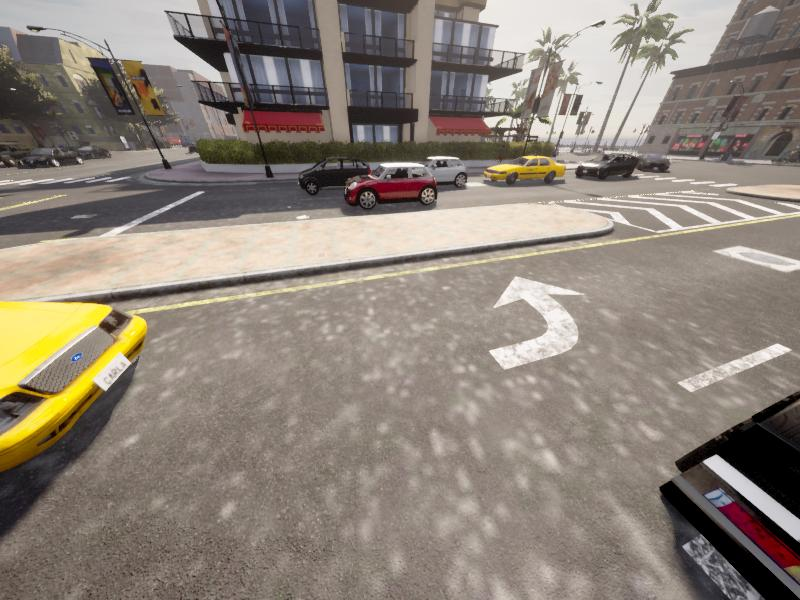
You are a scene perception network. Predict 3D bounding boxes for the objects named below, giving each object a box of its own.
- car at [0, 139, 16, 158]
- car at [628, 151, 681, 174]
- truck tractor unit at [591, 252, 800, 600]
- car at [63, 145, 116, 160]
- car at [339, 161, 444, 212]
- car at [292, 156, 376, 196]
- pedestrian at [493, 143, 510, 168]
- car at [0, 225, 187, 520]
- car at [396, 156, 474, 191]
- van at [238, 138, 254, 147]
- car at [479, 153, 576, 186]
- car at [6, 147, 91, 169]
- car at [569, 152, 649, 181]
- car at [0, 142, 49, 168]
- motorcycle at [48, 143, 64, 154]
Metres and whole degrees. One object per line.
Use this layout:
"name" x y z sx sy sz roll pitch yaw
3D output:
"car" -56.752 -20.049 30.601 5.566 2.045 2.150 -9 36 -13
"car" 23.197 -12.787 21.312 2.033 1.411 5.357 20 39 26
"truck tractor unit" 5.283 -0.072 0.452 6.516 4.208 3.053 -10 36 -14
"car" -39.728 -19.005 29.751 1.812 1.442 4.674 -11 36 -16
"car" -0.415 -4.822 9.630 3.806 1.475 1.970 -10 36 -14
"car" -3.305 -6.441 11.868 3.705 1.549 1.789 -10 36 -14
"pedestrian" 9.108 -13.046 20.865 0.751 1.860 0.751 -4 35 -6
"car" -5.349 0.738 1.519 5.366 1.575 1.801 -7 36 -11
"car" 1.879 -7.319 13.233 3.806 1.475 1.970 -10 36 -14
"van" -50.307 -51.514 75.502 2.351 2.431 6.366 -9 36 -14
"car" 8.067 -8.448 14.808 5.366 1.575 1.801 -10 36 -14
"car" -33.078 -13.625 22.027 1.837 1.490 4.892 -10 36 -15
"car" 15.181 -9.818 16.874 4.514 1.525 2.007 -13 37 -18
"car" -36.650 -13.589 21.602 1.905 1.878 3.866 -9 36 -13
"motorcycle" -57.958 -25.515 38.885 2.356 1.277 0.764 28 53 34
